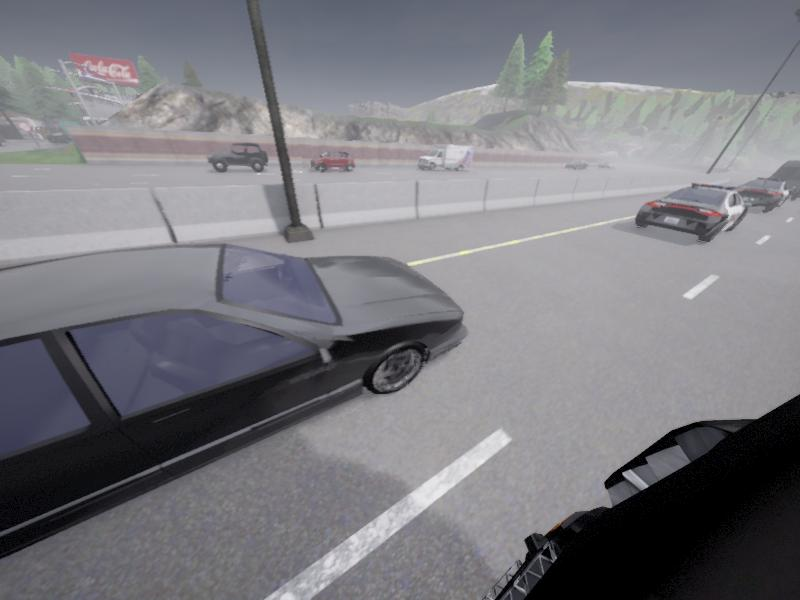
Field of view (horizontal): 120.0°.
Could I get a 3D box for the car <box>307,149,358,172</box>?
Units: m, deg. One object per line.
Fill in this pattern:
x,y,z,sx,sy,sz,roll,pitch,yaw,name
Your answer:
-5.810,-12.082,20.092,3.705,1.549,1.789,-16,38,-26,car

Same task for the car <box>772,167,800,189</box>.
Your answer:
47.260,-14.623,27.585,5.566,2.045,2.150,-21,41,-31,car

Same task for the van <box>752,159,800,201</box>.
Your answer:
31.587,-9.702,18.573,5.915,2.561,1.988,-16,38,-26,van

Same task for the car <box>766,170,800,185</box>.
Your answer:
56.142,-17.995,33.772,3.988,1.617,1.851,-25,43,-35,car

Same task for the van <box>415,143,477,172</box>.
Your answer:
5.039,-15.548,25.326,6.366,2.431,2.351,-16,38,-26,van

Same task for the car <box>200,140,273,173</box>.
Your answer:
-11.799,-10.505,16.967,3.866,1.878,1.905,-16,38,-26,car

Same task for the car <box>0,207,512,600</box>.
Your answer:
-1.876,0.366,1.968,5.357,1.411,2.033,-16,38,-26,car

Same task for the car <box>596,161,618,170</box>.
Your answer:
40.961,-26.599,45.627,4.718,1.301,1.895,-23,42,-33,car

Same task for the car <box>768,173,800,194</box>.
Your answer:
38.614,-11.445,22.634,4.514,1.525,2.007,-18,39,-28,car

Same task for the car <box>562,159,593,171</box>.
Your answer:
29.355,-22.346,38.166,5.008,1.535,1.882,-19,40,-29,car

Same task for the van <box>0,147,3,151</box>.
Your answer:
-35.624,-12.996,17.890,1.988,2.561,5.915,-16,38,-26,van

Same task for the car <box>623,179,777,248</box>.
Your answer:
10.827,-3.329,8.353,4.974,1.542,2.038,-16,38,-26,car

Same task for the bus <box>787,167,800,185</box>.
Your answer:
58.964,-17.872,31.354,10.273,4.253,3.944,-25,43,-35,bus

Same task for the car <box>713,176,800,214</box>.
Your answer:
21.254,-6.320,13.622,4.974,1.542,2.038,-16,38,-26,car

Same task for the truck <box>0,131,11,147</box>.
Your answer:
-42.134,-16.485,21.424,2.891,3.827,8.468,-22,41,-32,truck
